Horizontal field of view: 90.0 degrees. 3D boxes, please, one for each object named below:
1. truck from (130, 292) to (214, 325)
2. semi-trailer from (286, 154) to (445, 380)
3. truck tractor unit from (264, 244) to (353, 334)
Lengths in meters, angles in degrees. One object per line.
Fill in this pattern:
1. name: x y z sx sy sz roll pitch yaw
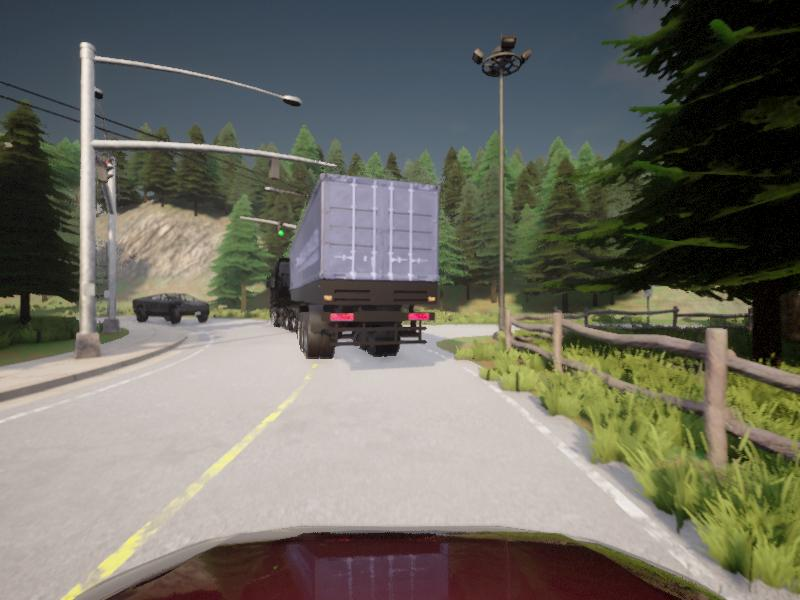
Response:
1. truck: -16.284 0.561 28.496 6.274 2.098 2.390 0 0 30
2. semi-trailer: -2.548 -0.612 14.975 2.717 4.402 14.254 0 0 -18
3. truck tractor unit: -5.354 -0.506 22.344 3.053 4.208 6.516 1 0 -29
